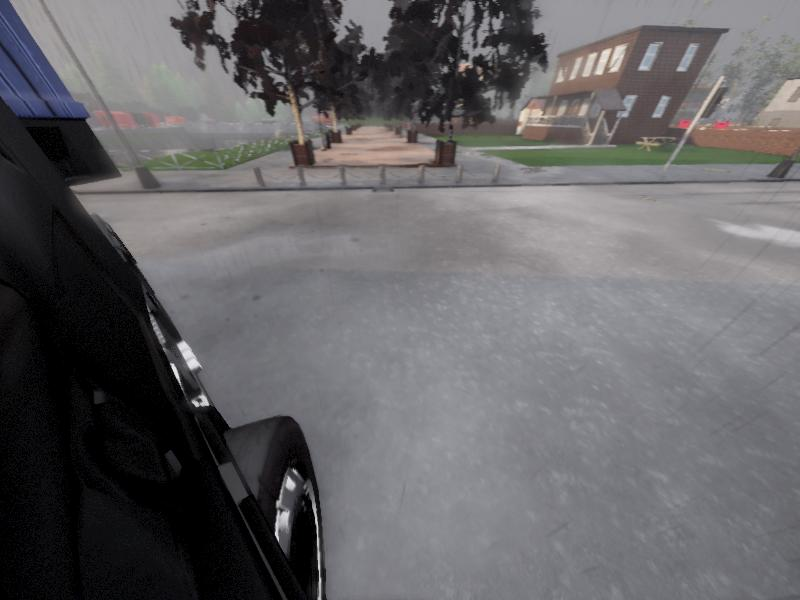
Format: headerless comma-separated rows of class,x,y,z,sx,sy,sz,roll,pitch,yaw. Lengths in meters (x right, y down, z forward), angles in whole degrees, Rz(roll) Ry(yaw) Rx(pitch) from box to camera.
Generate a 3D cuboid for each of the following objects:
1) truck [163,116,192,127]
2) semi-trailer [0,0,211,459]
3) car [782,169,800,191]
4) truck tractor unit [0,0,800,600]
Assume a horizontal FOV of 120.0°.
truck,-66.978,-53.742,69.635,5.204,2.467,2.627,-3,38,-4
semi-trailer,-10.135,-1.372,1.517,14.254,4.402,2.717,2,38,3
car,18.260,-4.830,8.049,5.566,2.045,2.150,-3,38,-5
truck tractor unit,-2.645,-0.295,0.351,6.516,4.208,3.053,28,43,30
